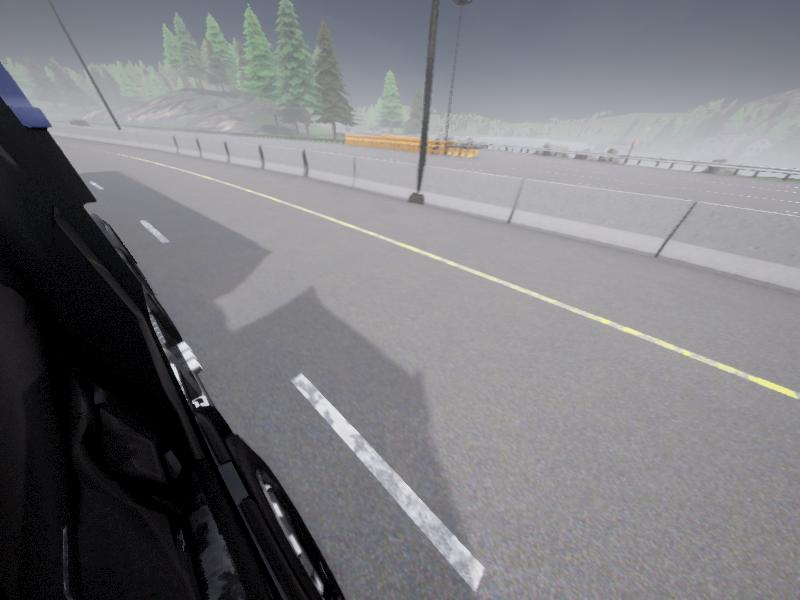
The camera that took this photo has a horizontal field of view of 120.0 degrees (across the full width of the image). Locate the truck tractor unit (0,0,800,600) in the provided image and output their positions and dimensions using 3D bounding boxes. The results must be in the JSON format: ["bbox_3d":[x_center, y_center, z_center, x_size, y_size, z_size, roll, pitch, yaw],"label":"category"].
[{"bbox_3d":[-2.645,-0.295,0.351,6.516,4.208,3.053,28,44,30],"label":"truck tractor unit"}]

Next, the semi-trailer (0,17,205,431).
[{"bbox_3d":[-8.908,-3.428,4.048,14.254,4.402,2.717,25,42,28],"label":"semi-trailer"}]

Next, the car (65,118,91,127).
[{"bbox_3d":[-72.225,-39.810,51.857,5.008,1.535,1.882,19,40,21],"label":"car"}]
